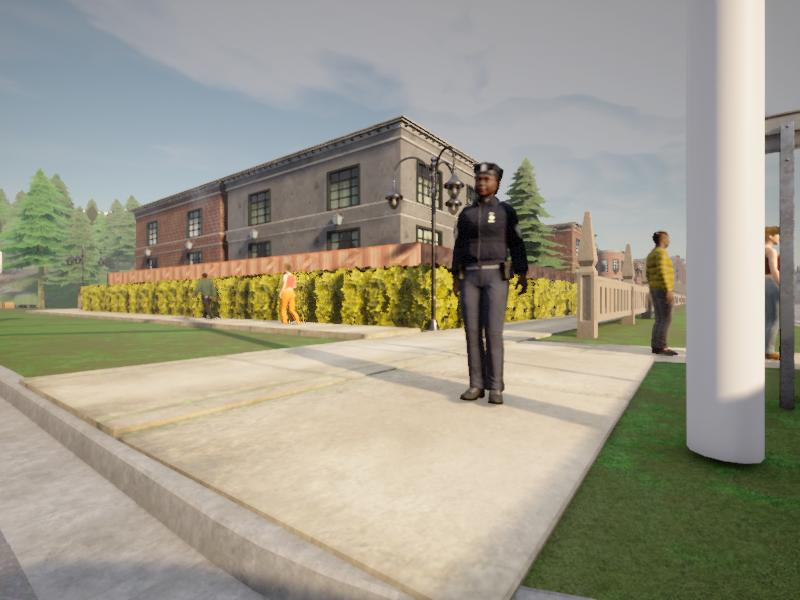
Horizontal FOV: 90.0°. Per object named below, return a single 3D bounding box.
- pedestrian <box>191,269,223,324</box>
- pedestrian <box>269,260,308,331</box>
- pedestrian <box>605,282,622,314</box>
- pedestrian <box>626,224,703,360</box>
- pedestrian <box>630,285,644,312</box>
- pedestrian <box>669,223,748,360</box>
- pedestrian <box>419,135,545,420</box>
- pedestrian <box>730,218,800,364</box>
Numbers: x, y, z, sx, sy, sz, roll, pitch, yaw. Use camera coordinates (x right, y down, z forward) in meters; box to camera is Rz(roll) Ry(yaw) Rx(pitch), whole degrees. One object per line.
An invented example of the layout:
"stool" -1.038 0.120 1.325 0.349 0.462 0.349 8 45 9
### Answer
"pedestrian" -6.865 -0.115 14.230 0.751 1.860 0.751 0 0 38
"pedestrian" -3.069 -0.115 11.034 0.751 1.860 0.751 0 0 38
"pedestrian" 12.670 -0.115 23.707 0.751 1.860 0.751 0 0 40
"pedestrian" 3.880 -0.115 5.930 0.751 1.860 0.751 0 0 15
"pedestrian" 16.747 -0.115 28.267 0.751 1.860 0.751 0 0 36
"pedestrian" 4.504 -0.115 5.901 0.751 1.860 0.751 0 0 21
"pedestrian" 0.661 -0.146 3.132 0.751 1.860 0.751 0 0 32
"pedestrian" 5.128 -0.115 5.518 0.751 1.860 0.751 0 0 27
